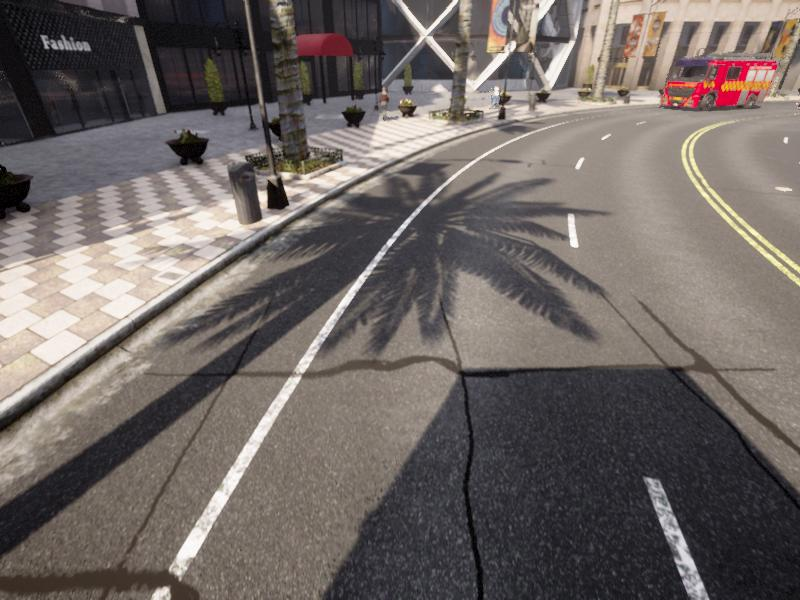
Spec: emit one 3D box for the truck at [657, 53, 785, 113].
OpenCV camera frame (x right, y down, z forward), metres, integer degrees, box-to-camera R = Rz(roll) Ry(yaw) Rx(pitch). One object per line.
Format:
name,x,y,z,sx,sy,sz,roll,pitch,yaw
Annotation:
truck,25.088,-17.071,31.410,8.468,3.827,2.891,-12,32,-19

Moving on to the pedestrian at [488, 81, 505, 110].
pedestrian,7.203,-15.284,29.946,0.751,1.860,0.751,-23,37,-34

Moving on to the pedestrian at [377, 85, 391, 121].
pedestrian,-0.950,-11.798,23.985,0.751,1.860,0.751,0,30,-1

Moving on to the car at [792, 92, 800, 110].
car,34.160,-15.810,31.532,4.514,1.525,2.007,-6,31,-10

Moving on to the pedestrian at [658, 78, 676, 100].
pedestrian,26.314,-20.801,39.385,0.751,1.860,0.751,-20,36,-30
